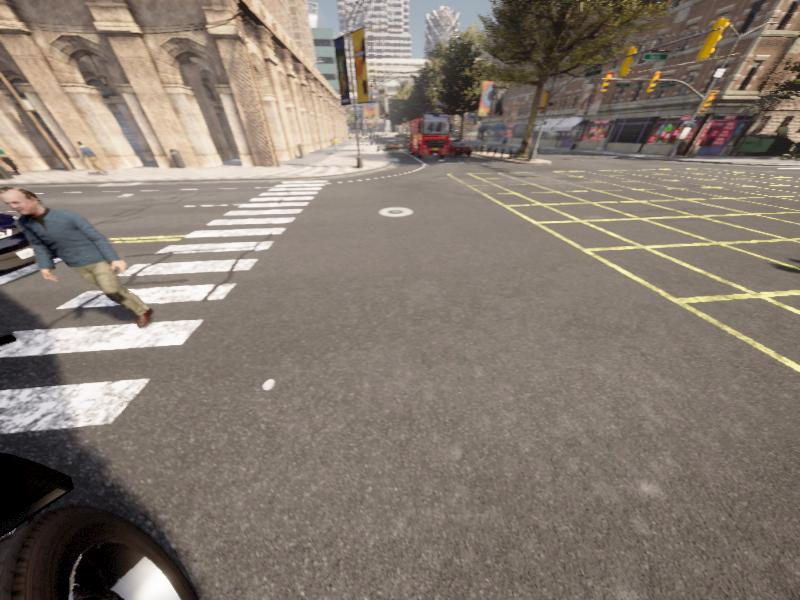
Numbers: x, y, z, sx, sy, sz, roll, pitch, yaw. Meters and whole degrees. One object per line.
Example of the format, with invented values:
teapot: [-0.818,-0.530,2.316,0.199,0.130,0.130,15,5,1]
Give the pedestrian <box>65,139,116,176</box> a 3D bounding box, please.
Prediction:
pedestrian: [-18.467,-8.517,13.836,0.751,1.860,0.751,1,36,2]

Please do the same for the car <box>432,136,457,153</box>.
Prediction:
car: [5.964,-21.360,31.624,2.097,1.767,4.553,-4,36,-4]

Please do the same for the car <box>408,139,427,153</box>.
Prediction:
car: [2.348,-21.798,32.535,1.970,1.475,3.806,-4,36,-5]

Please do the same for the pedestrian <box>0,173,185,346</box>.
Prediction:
pedestrian: [-3.729,-0.428,2.809,0.751,1.860,0.751,-10,37,-13]

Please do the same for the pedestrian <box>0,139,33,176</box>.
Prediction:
pedestrian: [-23.954,-8.619,14.033,0.751,1.860,0.751,9,37,13]

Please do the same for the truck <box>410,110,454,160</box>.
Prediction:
truck: [3.096,-18.265,25.665,2.891,3.827,8.468,-4,36,-4]

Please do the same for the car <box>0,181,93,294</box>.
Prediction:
car: [-8.804,-1.027,4.009,3.633,1.501,1.845,-4,36,-5]

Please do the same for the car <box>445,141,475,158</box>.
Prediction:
car: [6.650,-17.114,26.197,1.895,1.301,4.718,-4,36,-4]

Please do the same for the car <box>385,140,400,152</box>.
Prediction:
car: [-1.180,-23.272,34.744,1.895,1.301,4.718,-4,36,-5]

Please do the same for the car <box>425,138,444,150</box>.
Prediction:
car: [5.380,-24.696,36.492,1.970,1.475,3.806,-3,36,-4]

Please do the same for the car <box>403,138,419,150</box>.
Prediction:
car: [1.683,-25.618,37.891,1.994,1.385,4.181,-4,36,-5]

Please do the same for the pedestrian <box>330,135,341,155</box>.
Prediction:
pedestrian: [-7.266,-17.495,26.082,0.751,1.860,0.751,-3,36,-4]
